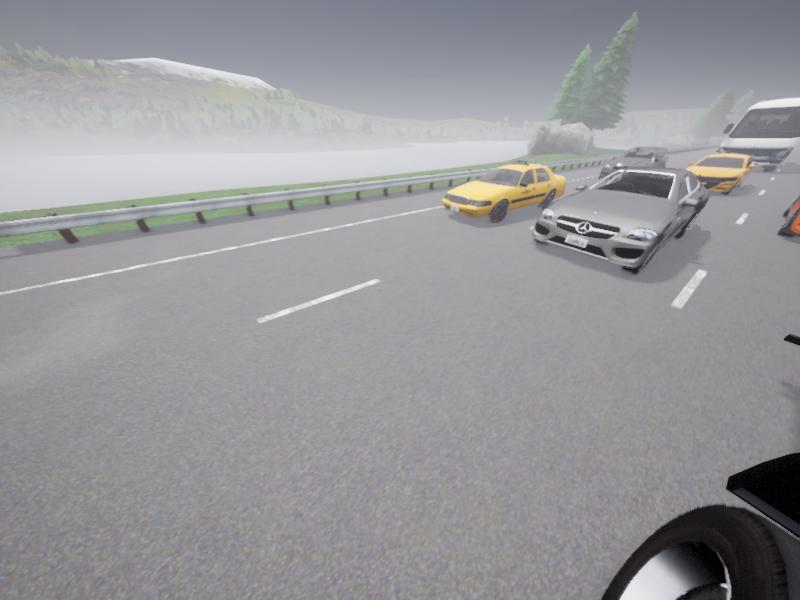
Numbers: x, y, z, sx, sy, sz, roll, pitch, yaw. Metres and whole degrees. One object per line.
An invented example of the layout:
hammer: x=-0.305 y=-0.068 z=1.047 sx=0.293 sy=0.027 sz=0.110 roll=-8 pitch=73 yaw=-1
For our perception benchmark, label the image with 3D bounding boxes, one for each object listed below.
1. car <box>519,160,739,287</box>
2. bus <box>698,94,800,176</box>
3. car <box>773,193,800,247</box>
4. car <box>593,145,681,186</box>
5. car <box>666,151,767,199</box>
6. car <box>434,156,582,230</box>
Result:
car: x=5.600 y=-2.261 z=5.654 sx=5.027 sy=1.651 sz=2.152 roll=-22 pitch=41 yaw=-28
bus: x=28.500 y=-12.592 z=17.811 sx=10.273 sy=4.253 sz=3.944 roll=-22 pitch=41 yaw=-28
car: x=12.022 y=-2.489 z=5.770 sx=4.553 sy=1.767 sz=2.097 roll=-22 pitch=41 yaw=-28
car: x=14.526 y=-8.392 z=14.208 sx=4.611 sy=1.667 sz=2.242 roll=-23 pitch=41 yaw=-27
car: x=15.573 y=-6.294 z=11.354 sx=5.008 sy=1.535 sz=1.882 roll=-23 pitch=41 yaw=-27
car: x=3.882 y=-4.009 z=8.180 sx=5.366 sy=1.575 sz=1.801 roll=-22 pitch=41 yaw=-28
